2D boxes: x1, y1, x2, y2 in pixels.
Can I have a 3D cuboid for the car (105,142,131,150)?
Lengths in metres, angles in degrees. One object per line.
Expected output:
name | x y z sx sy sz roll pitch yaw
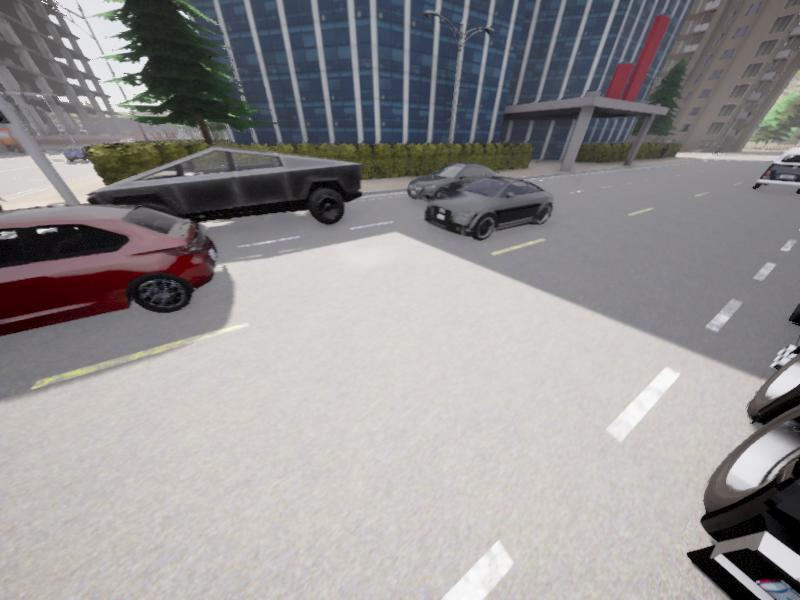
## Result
car | -60.455 -33.073 49.600 2.033 1.411 5.357 -18 39 -25

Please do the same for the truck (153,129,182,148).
truck | -60.577 -42.181 60.527 2.891 3.827 8.468 -18 39 -25

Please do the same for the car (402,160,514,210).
car | 2.562 -5.275 10.309 4.674 1.442 1.812 -18 39 -25

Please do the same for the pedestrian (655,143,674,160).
pedestrian | 34.485 -19.374 30.156 0.751 1.860 0.751 -19 39 -25

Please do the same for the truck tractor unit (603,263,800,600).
truck tractor unit | 5.106 -0.306 0.788 6.516 4.208 3.053 -18 39 -24

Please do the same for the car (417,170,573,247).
car | 2.867 -3.031 7.162 4.181 1.385 1.994 -18 39 -24

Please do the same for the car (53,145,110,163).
car | -35.666 -16.546 26.082 2.007 1.525 4.514 -17 39 -23

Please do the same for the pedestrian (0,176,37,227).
pedestrian | -11.569 -2.793 6.485 0.751 1.300 0.751 -18 39 -24

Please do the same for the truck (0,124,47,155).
truck | -62.413 -24.376 35.008 8.468 3.827 2.891 -18 39 -24

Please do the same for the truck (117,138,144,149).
truck | -65.060 -37.923 55.892 2.390 2.098 6.274 -18 39 -25

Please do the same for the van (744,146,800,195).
van | 22.347 -7.346 12.955 4.480 2.038 2.069 -18 39 -24

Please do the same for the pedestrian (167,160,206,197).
pedestrian | -9.122 -5.225 9.934 0.751 1.300 0.751 -21 40 -27

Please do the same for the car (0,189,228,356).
car | -5.229 -0.434 3.267 4.193 1.474 1.816 -18 39 -24

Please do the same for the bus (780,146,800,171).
bus | 42.874 -15.023 22.229 10.273 4.253 3.944 -18 39 -24

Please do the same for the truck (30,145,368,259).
truck | -4.392 -3.277 6.804 6.274 2.098 2.390 -18 39 -24

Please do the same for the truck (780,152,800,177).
truck | 34.617 -11.515 18.690 5.204 2.467 2.627 -19 39 -24
